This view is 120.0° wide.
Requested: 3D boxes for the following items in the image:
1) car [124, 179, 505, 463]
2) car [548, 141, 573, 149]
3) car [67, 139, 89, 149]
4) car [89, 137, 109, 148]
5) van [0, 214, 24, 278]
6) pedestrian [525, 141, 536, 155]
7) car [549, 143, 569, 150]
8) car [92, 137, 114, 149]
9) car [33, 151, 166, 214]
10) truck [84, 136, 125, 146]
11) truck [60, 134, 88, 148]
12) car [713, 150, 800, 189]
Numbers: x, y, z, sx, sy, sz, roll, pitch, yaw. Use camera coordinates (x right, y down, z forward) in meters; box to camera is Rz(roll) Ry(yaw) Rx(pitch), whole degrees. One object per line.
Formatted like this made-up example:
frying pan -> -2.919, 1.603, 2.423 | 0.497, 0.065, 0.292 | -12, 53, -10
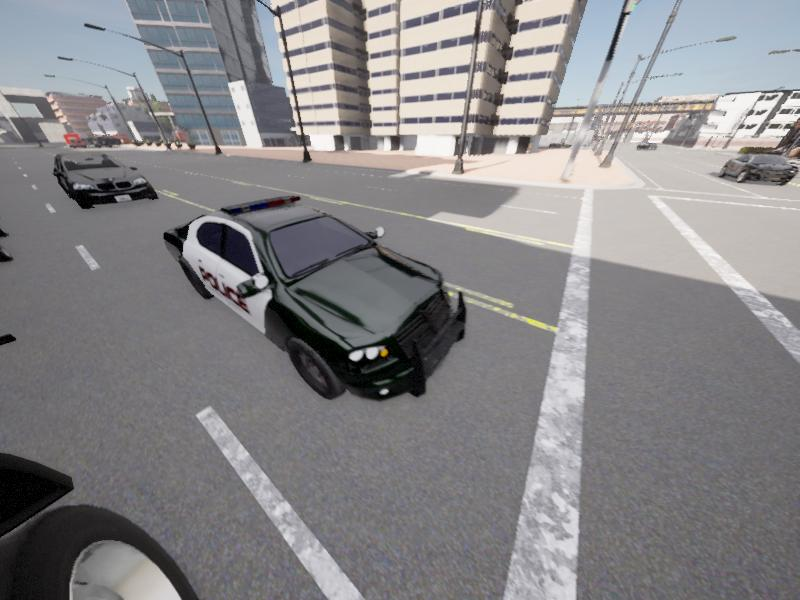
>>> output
car -> -1.511, -0.567, 3.375 | 4.974, 1.542, 2.038 | 23, 41, 29
car -> 43.076, -41.541, 61.965 | 5.238, 1.638, 1.930 | 20, 40, 27
car -> -64.828, -31.372, 46.454 | 3.988, 1.617, 1.851 | 25, 42, 31
car -> -67.950, -35.602, 52.126 | 4.605, 1.855, 1.932 | 27, 43, 33
van -> -9.863, -1.693, 4.496 | 4.442, 1.987, 1.775 | 22, 41, 28
pedestrian -> 20.703, -24.229, 36.731 | 0.751, 1.860, 0.751 | -25, 42, -31
car -> 41.090, -39.786, 59.676 | 3.806, 1.475, 1.970 | 20, 40, 27
car -> -62.248, -32.899, 48.349 | 3.866, 1.878, 1.905 | 25, 42, 31
car -> -12.239, -4.997, 9.432 | 4.611, 1.667, 2.242 | 22, 41, 28
truck -> -77.091, -41.696, 60.481 | 2.390, 2.098, 6.274 | 2, 35, 3
truck -> -70.800, -34.631, 50.225 | 5.204, 2.467, 2.627 | 28, 44, 32
car -> 22.908, -8.488, 14.723 | 1.930, 1.638, 5.238 | 22, 41, 28
